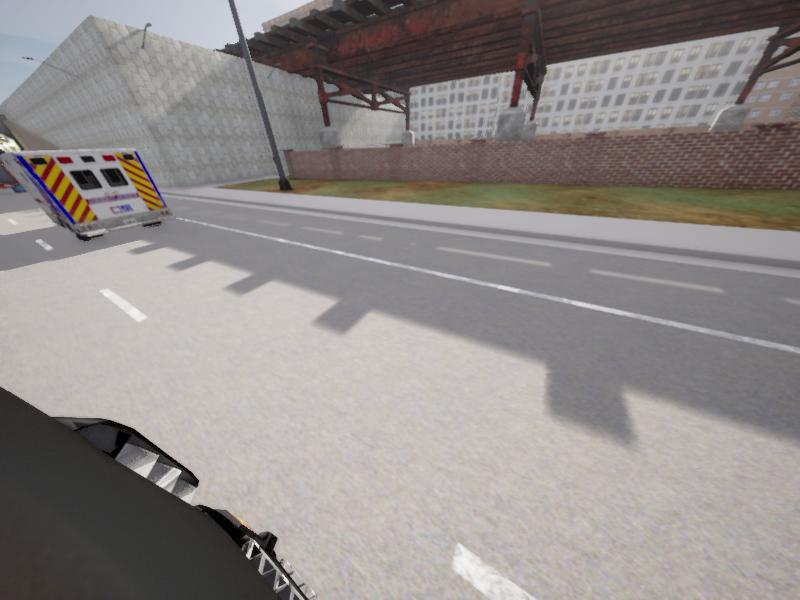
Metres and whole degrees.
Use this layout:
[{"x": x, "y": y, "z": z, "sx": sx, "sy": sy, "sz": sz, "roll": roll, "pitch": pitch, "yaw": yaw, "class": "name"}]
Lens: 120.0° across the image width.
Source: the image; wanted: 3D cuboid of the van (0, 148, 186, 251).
[{"x": -11.155, "y": -3.820, "z": 8.251, "sx": 6.366, "sy": 2.431, "sz": 2.351, "roll": 16, "pitch": 38, "yaw": 26, "class": "van"}]

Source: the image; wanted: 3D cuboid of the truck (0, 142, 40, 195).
[{"x": -38.899, "y": -12.401, "z": 21.859, "sx": 8.468, "sy": 3.827, "sz": 2.891, "roll": 16, "pitch": 38, "yaw": 26, "class": "truck"}]

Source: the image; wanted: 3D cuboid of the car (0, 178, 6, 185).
[{"x": -53.971, "y": -15.769, "z": 30.146, "sx": 4.674, "sy": 1.442, "sz": 1.812, "roll": 16, "pitch": 38, "yaw": 26, "class": "car"}]
